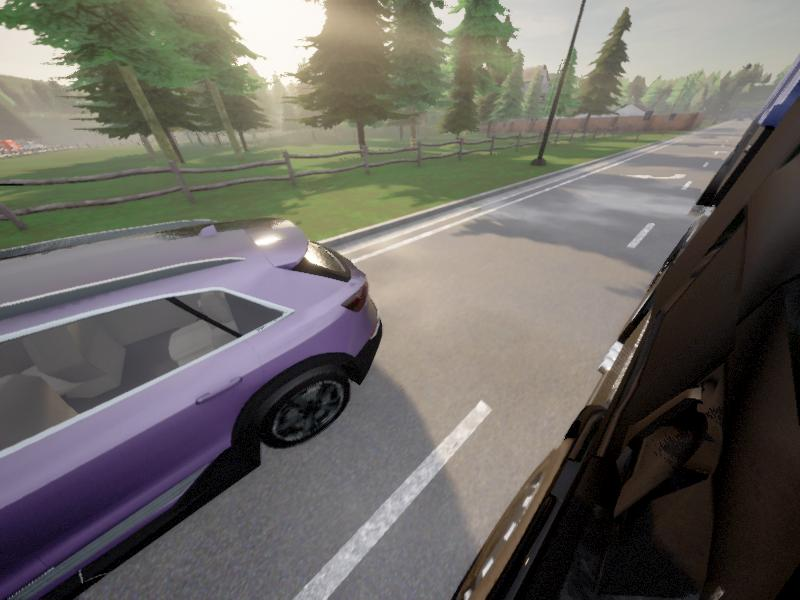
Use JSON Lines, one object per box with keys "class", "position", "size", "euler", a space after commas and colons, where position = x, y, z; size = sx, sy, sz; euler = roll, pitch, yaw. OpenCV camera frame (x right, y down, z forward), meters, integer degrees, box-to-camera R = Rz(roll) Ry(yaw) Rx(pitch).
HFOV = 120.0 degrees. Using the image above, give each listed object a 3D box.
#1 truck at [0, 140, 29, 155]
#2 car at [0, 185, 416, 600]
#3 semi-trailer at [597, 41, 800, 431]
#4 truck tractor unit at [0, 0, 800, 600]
{"class": "truck", "position": [-84.951, -33.170, 50.240], "size": [2.627, 2.467, 5.204], "euler": [-27, 43, -29]}
{"class": "car", "position": [-2.380, 0.675, 1.474], "size": [4.856, 1.649, 2.033], "euler": [-28, 44, -30]}
{"class": "semi-trailer", "position": [8.710, -3.573, 4.252], "size": [14.254, 4.402, 2.717], "euler": [-28, 44, -30]}
{"class": "truck tractor unit", "position": [2.645, -0.295, 0.352], "size": [6.516, 4.208, 3.053], "euler": [-28, 44, -30]}
